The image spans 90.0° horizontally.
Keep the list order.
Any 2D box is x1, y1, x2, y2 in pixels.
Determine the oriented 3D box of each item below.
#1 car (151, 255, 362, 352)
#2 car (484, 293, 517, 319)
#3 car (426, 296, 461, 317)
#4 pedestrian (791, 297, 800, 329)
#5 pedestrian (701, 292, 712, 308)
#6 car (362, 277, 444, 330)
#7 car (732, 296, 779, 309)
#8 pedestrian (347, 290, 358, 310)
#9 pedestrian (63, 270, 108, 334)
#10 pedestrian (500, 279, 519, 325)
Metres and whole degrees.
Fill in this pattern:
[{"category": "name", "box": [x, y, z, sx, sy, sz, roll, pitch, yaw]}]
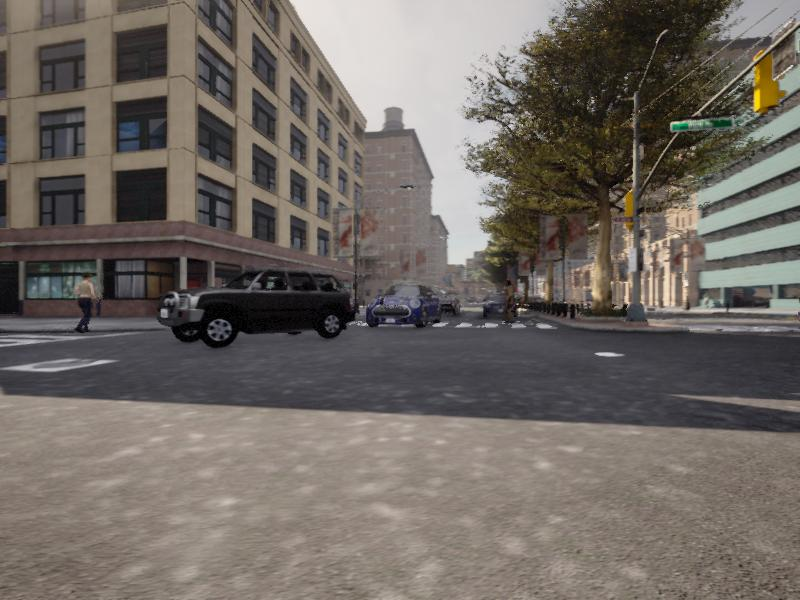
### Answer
[{"category": "car", "box": [-3.321, 0.075, 10.002, 1.932, 1.855, 4.605, 0, 0, 43]}, {"category": "car", "box": [6.095, 0.324, 24.607, 1.812, 1.442, 4.674, 0, 0, 12]}, {"category": "car", "box": [3.025, 0.402, 26.980, 1.895, 1.301, 4.718, 0, 0, 12]}, {"category": "pedestrian", "box": [14.286, 0.450, 14.125, 0.500, 1.100, 0.500, 0, 0, 16]}, {"category": "pedestrian", "box": [36.044, -0.012, 46.999, 0.751, 1.860, 0.751, 0, 0, 9]}, {"category": "car", "box": [0.297, 0.130, 15.941, 2.097, 1.767, 4.553, 0, 0, 16]}, {"category": "car", "box": [42.661, 0.263, 48.176, 2.161, 1.482, 4.786, 0, 0, 12]}, {"category": "pedestrian", "box": [-4.483, -0.036, 37.590, 0.751, 1.860, 0.751, 0, 0, 17]}, {"category": "pedestrian", "box": [-9.416, 0.064, 11.990, 0.751, 1.860, 0.751, 0, 0, 9]}, {"category": "pedestrian", "box": [4.606, 0.075, 16.761, 0.751, 1.860, 0.751, 0, 0, 16]}]
